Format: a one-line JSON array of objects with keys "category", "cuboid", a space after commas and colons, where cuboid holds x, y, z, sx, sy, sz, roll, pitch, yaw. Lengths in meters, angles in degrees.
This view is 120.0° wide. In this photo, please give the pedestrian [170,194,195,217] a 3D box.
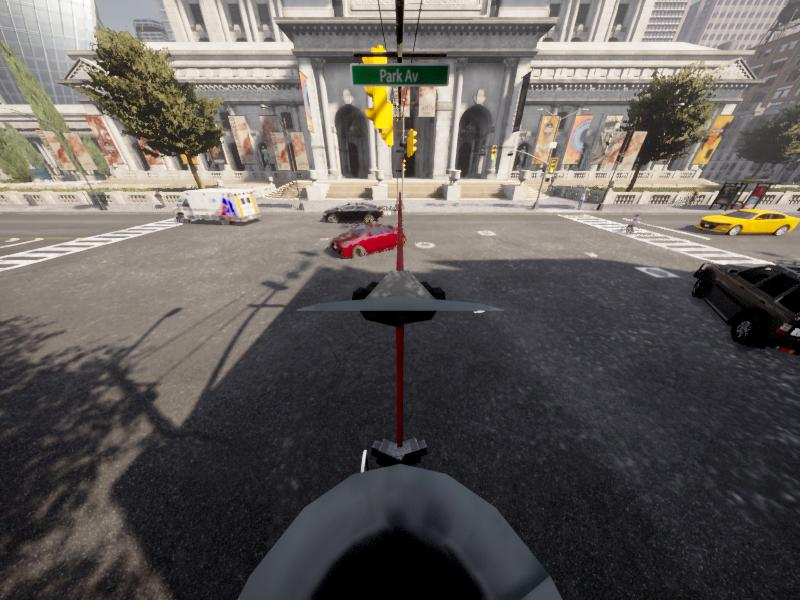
[{"category": "pedestrian", "cuboid": [-19.780, -8.618, 21.024, 0.751, 1.860, 0.751, -1, 30, -1]}]

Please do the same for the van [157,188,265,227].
[{"category": "van", "cuboid": [-14.794, -7.440, 18.464, 6.366, 2.431, 2.351, 4, 30, 7]}]

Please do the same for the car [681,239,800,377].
[{"category": "car", "cuboid": [10.238, -0.017, 6.160, 1.932, 1.855, 4.605, 17, 35, 28]}]

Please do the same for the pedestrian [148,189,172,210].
[{"category": "pedestrian", "cuboid": [-24.492, -10.289, 23.614, 0.751, 1.860, 0.751, 2, 30, 4]}]

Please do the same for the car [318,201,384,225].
[{"category": "car", "cuboid": [-3.815, -7.167, 18.907, 4.902, 1.511, 2.128, 0, 30, 0]}]

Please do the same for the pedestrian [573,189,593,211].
[{"category": "pedestrian", "cuboid": [18.233, -9.986, 23.088, 0.751, 1.860, 0.751, -14, 33, -22]}]

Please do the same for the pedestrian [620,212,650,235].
[{"category": "pedestrian", "cuboid": [15.754, -5.114, 15.514, 0.751, 1.300, 0.751, -8, 31, -14]}]

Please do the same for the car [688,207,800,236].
[{"category": "car", "cuboid": [23.578, -5.342, 15.721, 5.008, 1.535, 1.882, 0, 30, 0]}]

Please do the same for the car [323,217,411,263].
[{"category": "car", "cuboid": [-1.661, -3.400, 12.526, 4.181, 1.385, 1.994, -21, 36, -31]}]

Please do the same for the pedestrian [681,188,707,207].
[{"category": "pedestrian", "cuboid": [31.664, -11.033, 24.902, 0.751, 1.860, 0.751, 4, 30, 7]}]
